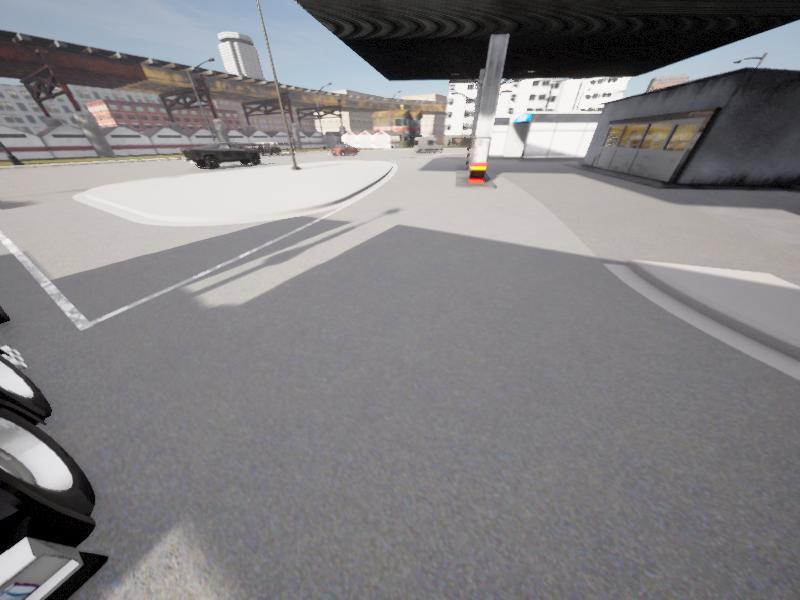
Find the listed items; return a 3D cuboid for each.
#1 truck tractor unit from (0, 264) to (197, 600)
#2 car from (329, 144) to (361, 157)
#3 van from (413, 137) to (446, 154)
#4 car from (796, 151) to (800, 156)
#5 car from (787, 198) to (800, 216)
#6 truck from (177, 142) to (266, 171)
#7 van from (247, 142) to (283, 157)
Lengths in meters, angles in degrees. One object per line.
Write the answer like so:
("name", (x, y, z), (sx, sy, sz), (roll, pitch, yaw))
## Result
("truck tractor unit", (-5.111, -0.300, 0.781), (6.516, 4.208, 3.053), (18, 39, 24))
("car", (-9.203, -25.335, 39.038), (2.152, 1.651, 5.027), (23, 41, 30))
("van", (5.646, -29.754, 44.458), (5.915, 2.561, 1.988), (-16, 37, -21))
("car", (59.030, -20.638, 31.309), (2.150, 2.045, 5.566), (11, 37, 15))
("car", (15.223, -2.789, 6.491), (3.806, 1.475, 1.970), (18, 39, 25))
("truck", (-17.352, -14.385, 22.963), (2.390, 2.098, 6.274), (19, 39, 26))
("van", (-22.358, -25.094, 38.436), (2.069, 2.038, 4.480), (19, 39, 26))
